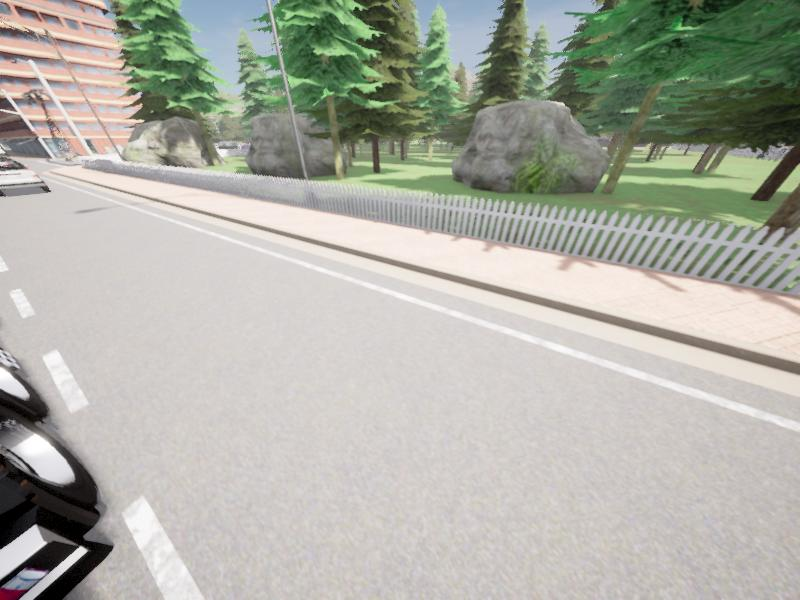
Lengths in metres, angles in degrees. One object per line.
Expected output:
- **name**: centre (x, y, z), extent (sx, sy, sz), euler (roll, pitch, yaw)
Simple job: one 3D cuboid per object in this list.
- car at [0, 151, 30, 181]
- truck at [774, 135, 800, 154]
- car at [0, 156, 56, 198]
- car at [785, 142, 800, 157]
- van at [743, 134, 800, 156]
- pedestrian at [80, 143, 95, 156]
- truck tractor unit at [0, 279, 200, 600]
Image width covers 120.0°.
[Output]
- **car**: centre (-29.966, -9.769, 16.831), extent (4.611, 1.667, 2.242), euler (19, 39, 25)
- **truck**: centre (66.540, -25.715, 38.134), extent (2.627, 2.467, 5.204), euler (20, 40, 26)
- **car**: centre (-21.191, -6.752, 12.477), extent (3.988, 1.617, 1.851), euler (19, 39, 25)
- **car**: centre (57.542, -20.958, 32.133), extent (2.152, 1.651, 5.027), euler (20, 40, 26)
- **van**: centre (55.604, -23.319, 34.745), extent (1.988, 2.561, 5.915), euler (20, 40, 26)
- **pedestrian**: centre (-51.564, -24.811, 38.106), extent (0.751, 1.860, 0.751), euler (27, 43, 33)
- **truck tractor unit**: centre (-5.137, -0.275, 0.738), extent (6.516, 4.208, 3.053), euler (17, 39, 23)
